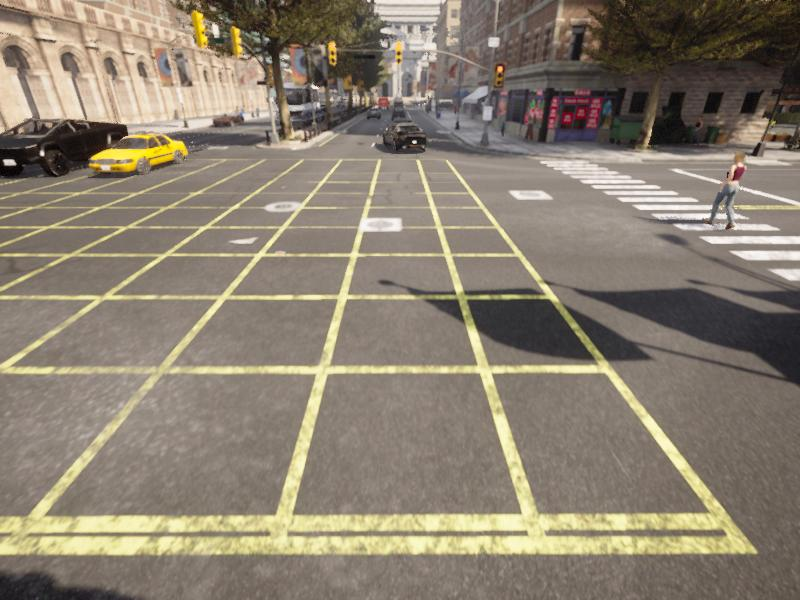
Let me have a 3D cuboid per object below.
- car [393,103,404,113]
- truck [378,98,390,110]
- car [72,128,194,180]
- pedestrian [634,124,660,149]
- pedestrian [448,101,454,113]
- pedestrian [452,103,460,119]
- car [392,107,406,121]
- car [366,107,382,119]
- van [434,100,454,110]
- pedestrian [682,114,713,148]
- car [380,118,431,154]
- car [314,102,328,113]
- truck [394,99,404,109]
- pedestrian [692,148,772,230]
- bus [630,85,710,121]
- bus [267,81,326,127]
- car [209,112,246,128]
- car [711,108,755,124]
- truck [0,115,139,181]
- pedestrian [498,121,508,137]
[{"bbox_3d":[-0.268,-37.407,77.880,1.930,1.638,5.238,0,27,0],"label":"car"},{"bbox_3d":[-3.826,-46.474,94.659,2.627,2.467,5.204,0,27,0],"label":"truck"},{"bbox_3d":[-11.552,-6.689,17.933,1.801,1.575,5.366,0,27,0],"label":"car"},{"bbox_3d":[14.935,-9.913,24.247,0.751,1.300,0.751,-3,27,-7],"label":"pedestrian"},{"bbox_3d":[9.233,-34.971,72.533,0.751,1.860,0.751,-4,27,-8],"label":"pedestrian"},{"bbox_3d":[7.689,-25.981,54.976,0.751,1.860,0.751,-7,28,-13],"label":"pedestrian"},{"bbox_3d":[-0.186,-25.516,54.822,1.837,1.490,4.892,0,27,0],"label":"car"},{"bbox_3d":[-3.693,-26.875,57.484,1.970,1.475,3.806,0,27,0],"label":"car"},{"bbox_3d":[10.090,-45.206,92.709,4.480,2.038,2.069,2,27,3],"label":"van"},{"bbox_3d":[18.042,-10.260,24.323,0.751,1.860,0.751,-3,27,-5],"label":"pedestrian"},{"bbox_3d":[0.215,-10.503,25.355,1.930,1.638,5.238,-7,28,-12],"label":"car"},{"bbox_3d":[-15.262,-37.462,77.659,1.905,1.878,3.866,0,27,0],"label":"car"},{"bbox_3d":[-0.343,-48.548,99.129,2.390,2.098,6.274,0,27,0],"label":"truck"},{"bbox_3d":[8.188,-2.750,9.956,0.751,1.860,0.751,0,27,0],"label":"pedestrian"},{"bbox_3d":[37.985,-28.129,57.053,3.944,4.253,10.273,0,27,0],"label":"bus"},{"bbox_3d":[-11.533,-22.615,46.096,3.944,4.253,10.273,0,27,0],"label":"bus"},{"bbox_3d":[-18.393,-19.371,42.964,1.895,1.301,4.718,0,27,0],"label":"car"},{"bbox_3d":[41.404,-22.979,49.911,1.851,1.617,3.988,0,27,0],"label":"car"},{"bbox_3d":[-15.054,-7.033,18.017,2.390,2.098,6.274,0,27,0],"label":"truck"},{"bbox_3d":[7.890,-13.053,30.569,0.500,1.100,0.500,1,27,1],"label":"pedestrian"}]
